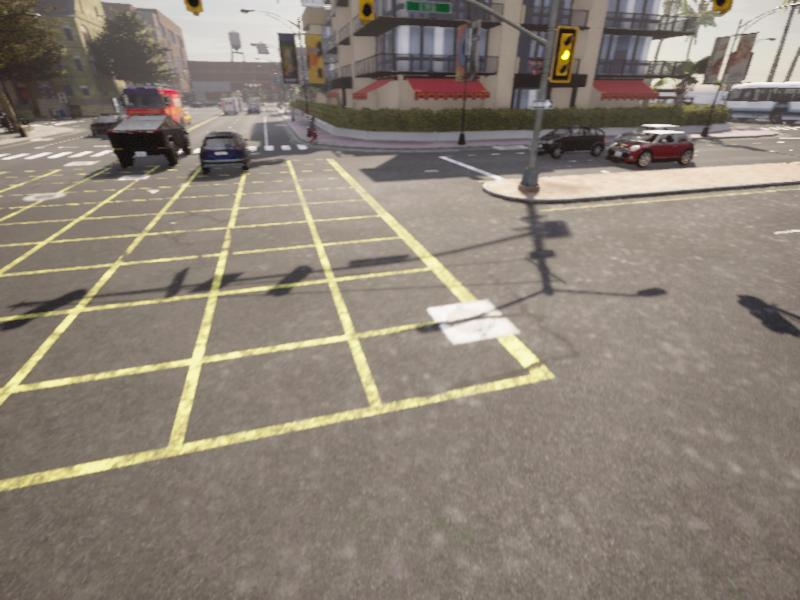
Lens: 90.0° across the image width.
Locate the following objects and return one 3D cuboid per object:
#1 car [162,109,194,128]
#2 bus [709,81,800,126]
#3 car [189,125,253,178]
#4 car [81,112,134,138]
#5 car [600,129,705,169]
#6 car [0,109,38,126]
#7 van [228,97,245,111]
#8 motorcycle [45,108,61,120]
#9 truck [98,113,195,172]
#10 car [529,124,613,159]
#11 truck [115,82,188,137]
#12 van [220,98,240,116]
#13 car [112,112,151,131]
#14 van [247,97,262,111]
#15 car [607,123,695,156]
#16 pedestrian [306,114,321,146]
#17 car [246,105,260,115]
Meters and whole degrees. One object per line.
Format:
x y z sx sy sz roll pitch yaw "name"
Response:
-23.605 -19.445 42.691 1.801 1.575 5.366 -8 28 -15 "car"
43.201 -23.037 46.761 3.944 4.253 10.273 -8 28 -14 "bus"
-8.001 -6.964 18.382 2.033 1.649 4.856 -8 29 -15 "car"
-23.990 -14.534 33.077 1.930 1.638 5.238 -8 28 -16 "car"
12.082 -7.337 19.273 3.806 1.475 1.970 -8 28 -15 "car"
-42.909 -19.695 43.227 4.974 1.542 2.038 -7 28 -14 "car"
-33.217 -39.842 81.407 2.351 2.431 6.366 -8 28 -15 "van"
-44.945 -24.136 51.847 2.356 1.277 0.764 23 45 38 "motorcycle"
-12.241 -8.055 19.982 2.390 2.098 6.274 -8 28 -15 "truck"
9.230 -8.654 21.748 3.705 1.549 1.789 -8 28 -15 "car"
-21.034 -16.558 34.627 2.891 3.827 8.468 -8 28 -15 "truck"
-28.040 -32.035 66.231 2.351 2.431 6.366 -8 28 -15 "van"
-25.944 -17.396 38.857 1.812 1.442 4.674 -8 28 -15 "car"
-29.889 -40.339 82.374 2.351 2.431 6.366 -8 28 -15 "van"
14.438 -9.326 23.141 3.806 1.475 1.970 -8 28 -14 "car"
-5.615 -11.017 25.951 0.751 1.860 0.751 -6 28 -12 "pedestrian"
-24.926 -32.386 68.057 1.994 1.385 4.181 -8 28 -15 "car"
